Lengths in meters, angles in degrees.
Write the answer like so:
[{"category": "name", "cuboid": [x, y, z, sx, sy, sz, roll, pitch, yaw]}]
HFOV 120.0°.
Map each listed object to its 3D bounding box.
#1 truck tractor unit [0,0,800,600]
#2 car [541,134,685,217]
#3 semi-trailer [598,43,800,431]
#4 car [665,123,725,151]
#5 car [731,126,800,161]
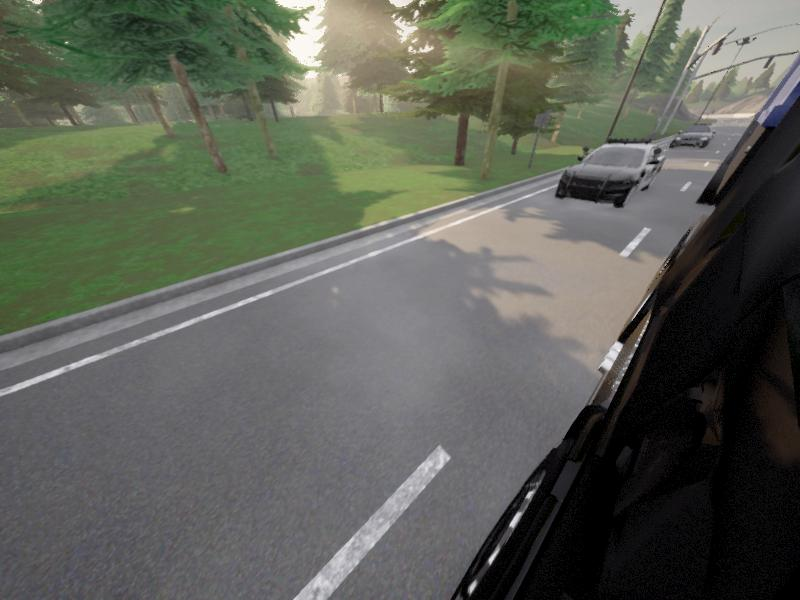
[{"category": "truck tractor unit", "cuboid": [2.645, -0.295, 0.352, 6.516, 4.208, 3.053, -28, 44, -30]}, {"category": "car", "cuboid": [7.164, -4.396, 7.691, 5.238, 1.638, 1.930, -28, 44, -30]}, {"category": "semi-trailer", "cuboid": [8.697, -3.599, 4.239, 14.254, 4.402, 2.717, -28, 44, -30]}, {"category": "car", "cuboid": [23.196, -12.881, 18.160, 4.974, 1.542, 2.038, -28, 44, -30]}, {"category": "car", "cuboid": [21.781, -9.313, 13.634, 4.181, 1.385, 1.994, -28, 44, -30]}]
